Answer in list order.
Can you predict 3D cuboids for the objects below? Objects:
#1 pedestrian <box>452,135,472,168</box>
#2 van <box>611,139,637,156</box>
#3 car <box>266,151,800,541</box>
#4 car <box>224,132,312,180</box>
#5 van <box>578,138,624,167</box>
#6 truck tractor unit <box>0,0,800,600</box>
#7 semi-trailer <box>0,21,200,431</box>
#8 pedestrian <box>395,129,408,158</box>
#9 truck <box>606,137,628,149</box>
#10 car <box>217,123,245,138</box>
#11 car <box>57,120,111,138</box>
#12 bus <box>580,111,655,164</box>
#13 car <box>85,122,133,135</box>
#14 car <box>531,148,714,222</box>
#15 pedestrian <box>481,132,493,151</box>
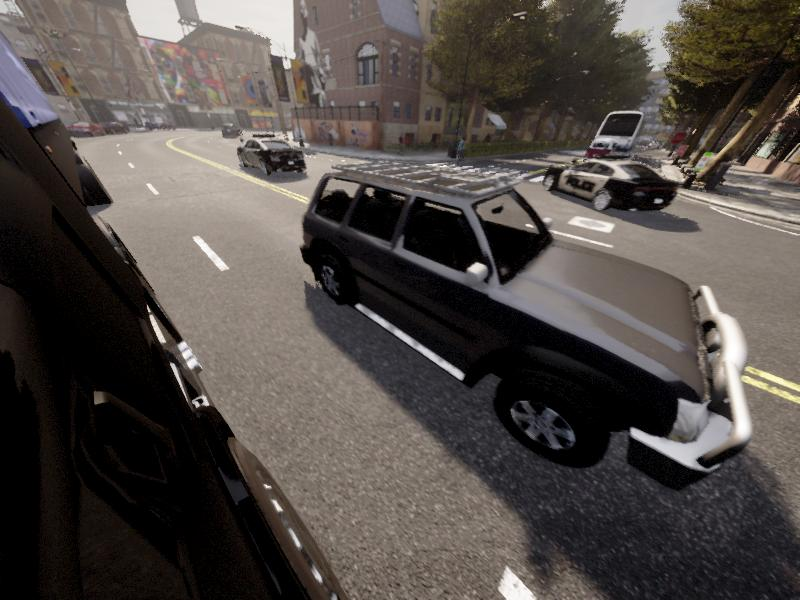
[{"bbox_3d":[4.322,-10.472,16.299,0.751,1.860,0.751,30,45,32],"label":"pedestrian"},{"bbox_3d":[33.918,-23.161,34.943,1.775,1.987,4.442,30,45,32],"label":"van"},{"bbox_3d":[0.616,-0.515,2.809,4.605,1.855,1.932,30,45,33],"label":"car"},{"bbox_3d":[-7.105,-7.866,12.362,5.238,1.638,1.930,31,45,32],"label":"car"},{"bbox_3d":[18.791,-13.838,21.544,2.069,2.038,4.480,30,45,32],"label":"van"},{"bbox_3d":[-2.645,-0.295,0.351,6.516,4.208,3.053,28,44,30],"label":"truck tractor unit"},{"bbox_3d":[-8.602,-3.659,4.334,14.254,4.402,2.717,29,44,31],"label":"semi-trailer"},{"bbox_3d":[0.115,-12.611,18.653,0.751,1.860,0.751,23,41,25],"label":"pedestrian"},{"bbox_3d":[49.953,-36.144,53.143,2.390,2.098,6.274,30,45,32],"label":"truck"},{"bbox_3d":[-26.476,-26.738,36.396,2.242,1.667,4.611,-10,39,-16],"label":"car"},{"bbox_3d":[-36.426,-19.880,26.823,2.002,1.452,4.674,-16,40,-23],"label":"car"},{"bbox_3d":[25.198,-18.760,26.661,3.944,4.253,10.273,30,45,32],"label":"bus"},{"bbox_3d":[-38.813,-23.010,30.989,1.895,1.301,4.718,-9,38,-15],"label":"car"},{"bbox_3d":[7.885,-4.835,9.204,1.930,1.638,5.238,-3,37,-6],"label":"car"},{"bbox_3d":[10.928,-19.857,28.974,0.751,1.860,0.751,26,43,28],"label":"pedestrian"}]
